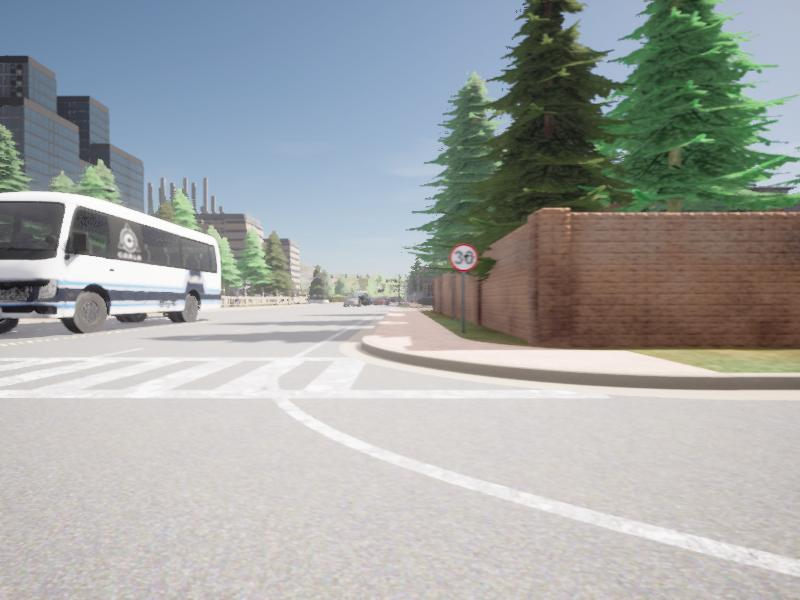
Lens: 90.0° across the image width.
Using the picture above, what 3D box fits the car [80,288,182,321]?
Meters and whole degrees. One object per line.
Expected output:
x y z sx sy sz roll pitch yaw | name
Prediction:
-14.063 0.218 21.413 1.801 1.575 5.366 0 0 0 | car

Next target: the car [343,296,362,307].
-7.033 0.189 59.424 2.152 1.651 5.027 0 0 0 | car

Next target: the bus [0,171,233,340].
-10.448 -1.122 15.185 3.944 4.253 10.273 0 0 0 | bus

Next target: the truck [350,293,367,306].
-7.027 -0.048 68.601 2.390 2.098 6.274 0 0 0 | truck

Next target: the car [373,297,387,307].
-3.525 0.323 71.814 2.152 1.651 5.027 0 0 0 | car

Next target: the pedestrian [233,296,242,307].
-18.520 0.187 45.539 0.751 1.300 0.751 0 0 -3 | pedestrian
